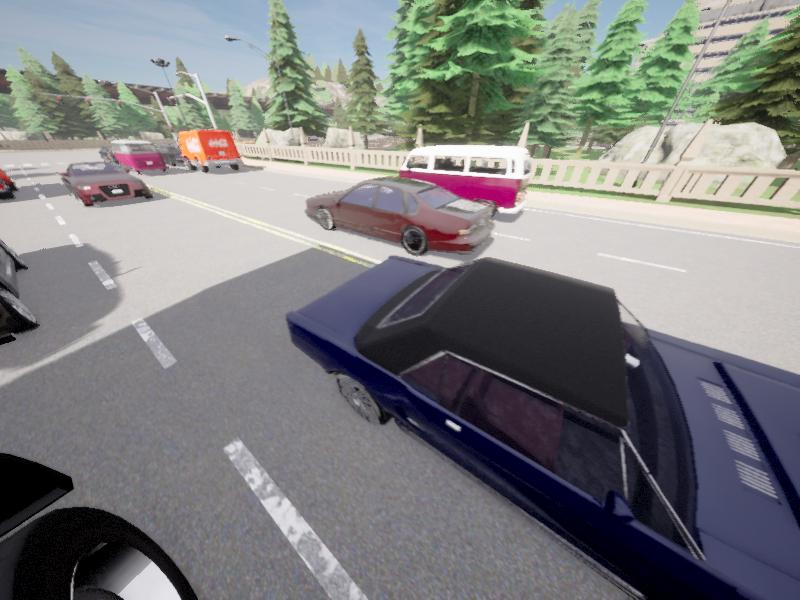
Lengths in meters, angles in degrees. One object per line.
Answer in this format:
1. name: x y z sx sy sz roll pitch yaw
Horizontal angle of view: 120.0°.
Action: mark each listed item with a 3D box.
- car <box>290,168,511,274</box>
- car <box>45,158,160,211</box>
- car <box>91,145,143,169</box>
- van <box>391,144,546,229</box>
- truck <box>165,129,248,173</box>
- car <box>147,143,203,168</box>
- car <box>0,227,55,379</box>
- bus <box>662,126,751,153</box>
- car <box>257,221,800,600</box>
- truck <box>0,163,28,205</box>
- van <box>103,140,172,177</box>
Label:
1. car: -0.265 -2.470 6.199 5.357 1.411 2.033 22 41 28
2. car: -12.407 -4.949 9.638 4.181 1.385 1.994 22 41 28
3. car: -24.449 -12.402 19.950 3.705 1.549 1.789 22 41 28
4. van: 2.124 -4.223 8.144 4.480 2.038 2.069 22 41 28
5. truck: -14.724 -11.300 17.618 5.204 2.467 2.627 20 40 29
6. car: -20.846 -13.425 21.366 4.856 1.649 2.033 22 41 28
7. car: -6.982 -0.384 2.972 5.238 1.638 1.930 22 41 28
8. bus: 64.045 -33.934 48.754 3.944 4.253 10.273 -25 42 -31
9. car: 1.260 0.657 1.862 4.718 1.301 1.895 22 41 28
10. truck: -18.280 -5.345 9.178 5.204 2.467 2.627 23 41 27
11. van: -18.896 -10.313 16.658 4.442 1.987 1.775 22 41 28
